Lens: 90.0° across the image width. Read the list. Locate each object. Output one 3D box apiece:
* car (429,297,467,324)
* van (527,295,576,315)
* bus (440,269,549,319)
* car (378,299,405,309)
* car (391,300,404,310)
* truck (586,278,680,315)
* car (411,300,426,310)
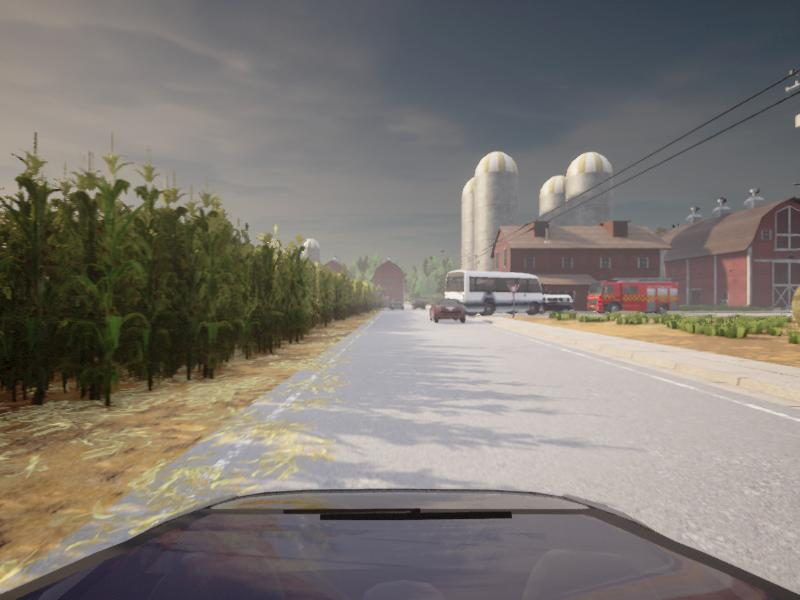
[{"bbox_3d":[3.337,0.678,28.755,2.097,1.767,4.553,0,0,0],"label":"car"},{"bbox_3d":[16.050,0.520,42.608,4.480,2.038,2.069,0,0,-1],"label":"van"},{"bbox_3d":[9.245,-0.580,38.729,10.273,4.253,3.944,0,1,-29],"label":"bus"},{"bbox_3d":[-1.481,0.736,69.853,2.033,1.649,4.856,0,0,-40],"label":"car"},{"bbox_3d":[-0.434,0.789,62.832,2.038,1.542,4.974,0,0,-2],"label":"car"},{"bbox_3d":[24.794,-0.371,42.805,8.468,3.827,2.891,0,0,-1],"label":"truck"},{"bbox_3d":[3.026,0.806,65.019,1.837,1.490,4.892,0,0,-4],"label":"car"}]
